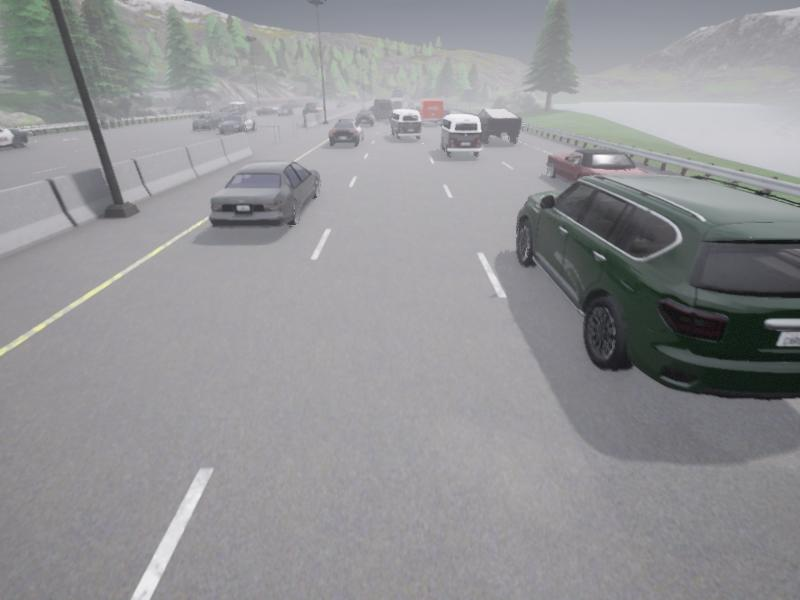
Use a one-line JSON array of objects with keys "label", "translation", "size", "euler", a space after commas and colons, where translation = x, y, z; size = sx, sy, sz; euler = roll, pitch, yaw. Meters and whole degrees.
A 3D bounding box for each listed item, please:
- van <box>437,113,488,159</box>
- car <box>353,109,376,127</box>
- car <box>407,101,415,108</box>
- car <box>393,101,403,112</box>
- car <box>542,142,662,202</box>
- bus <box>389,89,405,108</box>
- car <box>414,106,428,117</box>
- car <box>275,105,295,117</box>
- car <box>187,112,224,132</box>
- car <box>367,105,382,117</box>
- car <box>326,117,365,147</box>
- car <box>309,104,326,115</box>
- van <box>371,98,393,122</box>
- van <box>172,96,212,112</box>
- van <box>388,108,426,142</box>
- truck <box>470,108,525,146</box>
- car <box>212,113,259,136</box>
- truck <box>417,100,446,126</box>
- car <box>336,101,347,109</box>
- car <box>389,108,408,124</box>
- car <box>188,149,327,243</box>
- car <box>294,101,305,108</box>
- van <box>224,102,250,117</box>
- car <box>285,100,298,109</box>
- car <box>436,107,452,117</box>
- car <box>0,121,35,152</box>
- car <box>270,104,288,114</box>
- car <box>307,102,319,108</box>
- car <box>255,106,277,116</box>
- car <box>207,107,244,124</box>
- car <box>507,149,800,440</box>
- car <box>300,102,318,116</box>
[{"label": "van", "translation": [3.375, -9.283, 22.444], "size": [2.069, 2.038, 4.480], "euler": [0, 27, 0]}, {"label": "car", "translation": [-3.754, -19.796, 43.458], "size": [2.038, 1.542, 4.974], "euler": [0, 27, 0]}, {"label": "car", "translation": [2.873, -50.326, 102.922], "size": [2.007, 1.525, 4.514], "euler": [0, 27, 0]}, {"label": "car", "translation": [-0.476, -38.148, 78.783], "size": [1.905, 1.878, 3.866], "euler": [0, 27, 0]}, {"label": "car", "translation": [6.925, -4.755, 14.448], "size": [1.895, 1.301, 4.718], "euler": [0, 27, 0]}, {"label": "bus", "translation": [-0.756, -52.199, 103.501], "size": [3.944, 4.253, 10.273], "euler": [0, 27, 0]}, {"label": "car", "translation": [3.135, -28.654, 60.741], "size": [1.816, 1.474, 4.193], "euler": [0, 27, 0]}, {"label": "car", "translation": [-17.876, -29.477, 62.307], "size": [1.851, 1.617, 3.988], "euler": [0, 27, 0]}, {"label": "car", "translation": [-18.096, -16.656, 37.372], "size": [1.845, 1.501, 3.633], "euler": [-2, 27, -4]}, {"label": "car", "translation": [-3.867, -28.925, 61.300], "size": [2.007, 1.525, 4.514], "euler": [0, 27, 0]}, {"label": "car", "translation": [-3.657, -11.681, 27.679], "size": [2.038, 1.542, 4.974], "euler": [0, 27, 0]}, {"label": "car", "translation": [-14.423, -33.528, 70.170], "size": [1.801, 1.575, 5.366], "euler": [0, 27, 0]}, {"label": "van", "translation": [-2.365, -24.592, 51.688], "size": [1.988, 2.561, 5.915], "euler": [-5, 28, -10]}, {"label": "van", "translation": [-38.778, -36.694, 74.788], "size": [5.915, 2.561, 1.988], "euler": [0, 27, -1]}, {"label": "van", "translation": [0.451, -13.438, 30.542], "size": [2.069, 2.038, 4.480], "euler": [-5, 28, -7]}, {"label": "truck", "translation": [6.834, -12.647, 28.921], "size": [2.390, 2.098, 6.274], "euler": [0, 27, 0]}, {"label": "car", "translation": [-14.204, -15.402, 34.921], "size": [2.038, 1.542, 4.974], "euler": [0, 27, 0]}, {"label": "truck", "translation": [3.445, -21.113, 44.987], "size": [2.627, 2.467, 5.204], "euler": [-1, 27, -2]}, {"label": "car", "translation": [-14.607, -48.668, 99.841], "size": [2.152, 1.651, 5.027], "euler": [0, 27, 0]}, {"label": "car", "translation": [-0.241, -21.936, 47.641], "size": [2.128, 1.511, 4.902], "euler": [-1, 27, -1]}, {"label": "car", "translation": [-3.554, -3.181, 11.292], "size": [2.033, 1.411, 5.357], "euler": [0, 27, 0]}, {"label": "car", "translation": [-25.112, -49.071, 100.385], "size": [1.789, 1.549, 3.705], "euler": [0, 27, 0]}, {"label": "van", "translation": [-24.864, -29.202, 61.227], "size": [2.069, 2.038, 4.480], "euler": [0, 27, 0]}, {"label": "car", "translation": [-25.064, -45.196, 92.518], "size": [1.905, 1.878, 3.866], "euler": [0, 27, 0]}, {"label": "car", "translation": [6.637, -28.511, 60.649], "size": [1.895, 1.301, 4.718], "euler": [0, 27, 0]}, {"label": "car", "translation": [-24.630, -9.421, 23.301], "size": [2.038, 1.542, 4.974], "euler": [0, 27, 0]}, {"label": "car", "translation": [-21.427, -33.833, 70.875], "size": [1.812, 1.442, 4.674], "euler": [0, 27, 0]}, {"label": "car", "translation": [-21.607, -48.615, 99.781], "size": [1.895, 1.301, 4.718], "euler": [0, 27, 0]}, {"label": "car", "translation": [-21.383, -30.142, 63.848], "size": [1.895, 1.301, 4.718], "euler": [0, 27, 0]}, {"label": "car", "translation": [-21.009, -22.371, 48.337], "size": [2.242, 1.667, 4.611], "euler": [1, 27, 2]}, {"label": "car", "translation": [3.480, -0.808, 5.958], "size": [2.150, 2.045, 5.566], "euler": [0, 28, 0]}, {"label": "car", "translation": [-14.384, -30.387, 63.700], "size": [1.905, 1.878, 3.866], "euler": [0, 27, 0]}]
